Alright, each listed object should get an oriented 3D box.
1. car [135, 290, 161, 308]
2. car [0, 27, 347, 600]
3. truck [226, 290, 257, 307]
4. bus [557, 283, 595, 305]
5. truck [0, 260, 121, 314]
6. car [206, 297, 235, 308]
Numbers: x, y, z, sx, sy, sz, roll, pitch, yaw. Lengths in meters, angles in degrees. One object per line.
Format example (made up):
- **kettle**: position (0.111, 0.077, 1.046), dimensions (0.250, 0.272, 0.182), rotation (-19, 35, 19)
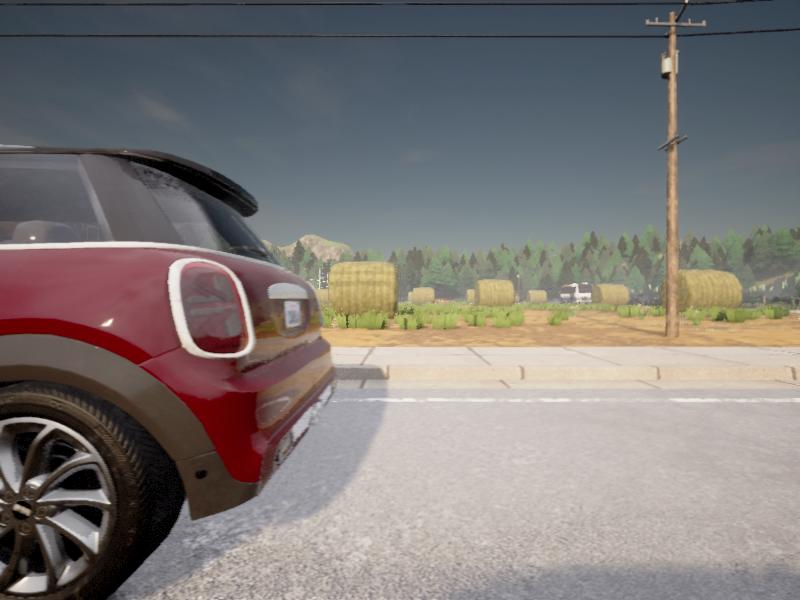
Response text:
- **car**: position (-31.549, -0.126, 50.018), dimensions (1.905, 1.878, 3.866), rotation (8, -4, -43)
- **car**: position (-2.711, 0.096, 2.211), dimensions (4.553, 1.767, 2.097), rotation (0, 0, 0)
- **truck**: position (-24.014, -0.263, 60.916), dimensions (2.627, 2.467, 5.204), rotation (0, 0, -1)
- **bus**: position (36.435, -1.194, 83.271), dimensions (3.944, 4.253, 10.273), rotation (0, 0, 3)
- **truck**: position (-27.181, -0.934, 32.779), dimensions (2.891, 3.827, 8.468), rotation (0, 0, -1)
- **car**: position (-23.914, 0.271, 53.548), dimensions (1.994, 1.385, 4.181), rotation (1, 0, 0)
